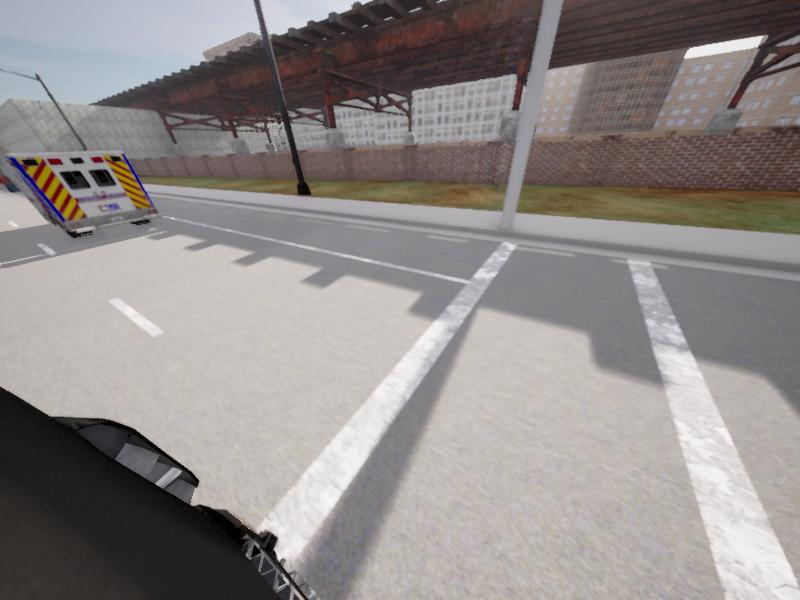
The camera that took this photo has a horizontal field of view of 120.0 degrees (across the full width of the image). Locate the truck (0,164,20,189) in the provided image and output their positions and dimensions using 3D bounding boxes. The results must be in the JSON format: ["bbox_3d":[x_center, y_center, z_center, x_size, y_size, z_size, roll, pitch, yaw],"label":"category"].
[{"bbox_3d":[-49.156,-15.243,26.916,8.468,3.827,2.891,16,38,26],"label":"truck"}]

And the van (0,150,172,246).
[{"bbox_3d":[-12.101,-4.043,8.701,6.366,2.431,2.351,16,38,26],"label":"van"}]
